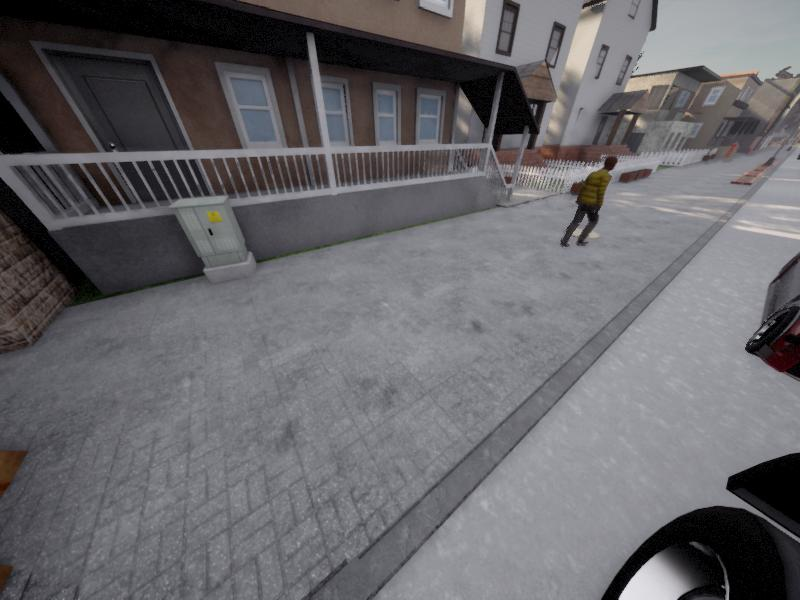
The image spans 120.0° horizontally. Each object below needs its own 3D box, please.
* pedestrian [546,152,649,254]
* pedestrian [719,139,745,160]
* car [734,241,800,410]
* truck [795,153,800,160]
[{"bbox_3d":[4.027,-2.014,4.913,0.751,1.860,0.751,-5,35,-7],"label":"pedestrian"},{"bbox_3d":[36.276,-16.485,25.246,0.751,1.860,0.751,-20,40,-25],"label":"pedestrian"},{"bbox_3d":[6.071,0.130,2.542,4.181,1.385,1.994,-22,40,-28],"label":"car"},{"bbox_3d":[48.248,-17.848,25.618,8.468,3.827,2.891,-22,40,-28],"label":"truck"}]
